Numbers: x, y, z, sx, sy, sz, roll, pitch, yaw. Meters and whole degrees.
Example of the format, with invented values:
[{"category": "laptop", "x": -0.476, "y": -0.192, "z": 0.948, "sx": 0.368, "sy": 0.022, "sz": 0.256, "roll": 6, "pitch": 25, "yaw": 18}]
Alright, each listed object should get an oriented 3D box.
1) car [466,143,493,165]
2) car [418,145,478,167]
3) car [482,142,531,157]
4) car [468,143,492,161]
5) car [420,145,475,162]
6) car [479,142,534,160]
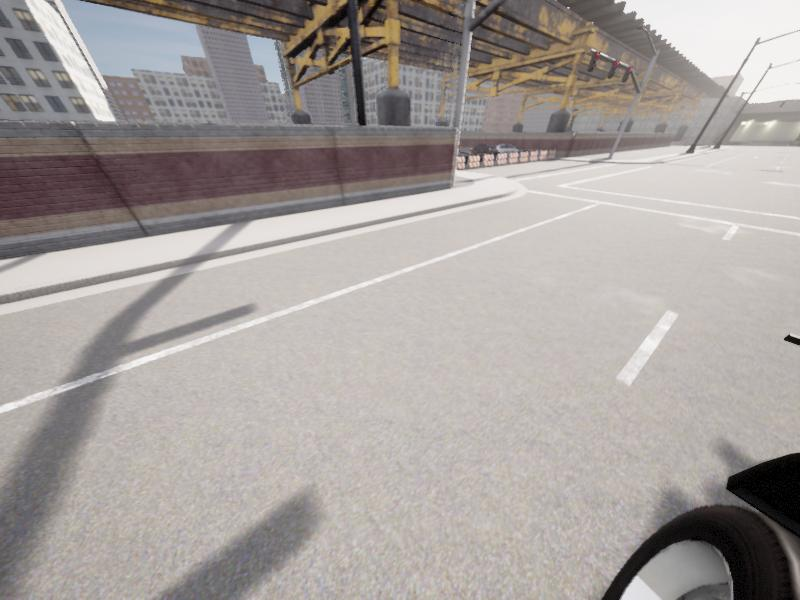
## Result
[{"category": "car", "x": 7.938, "y": -14.553, "z": 22.896, "sx": 2.038, "sy": 1.542, "sz": 4.974, "roll": 11, "pitch": 37, "yaw": 15}, {"category": "car", "x": 4.181, "y": -12.992, "z": 20.732, "sx": 4.974, "sy": 1.542, "sz": 2.038, "roll": 5, "pitch": 36, "yaw": 7}, {"category": "car", "x": 11.813, "y": -16.862, "z": 25.838, "sx": 4.536, "sy": 1.218, "sz": 1.853, "roll": -4, "pitch": 36, "yaw": -5}, {"category": "car", "x": 7.954, "y": -14.710, "z": 22.845, "sx": 1.853, "sy": 1.218, "sz": 4.536, "roll": 11, "pitch": 37, "yaw": 15}, {"category": "car", "x": 4.129, "y": -13.125, "z": 20.647, "sx": 4.536, "sy": 1.218, "sz": 1.853, "roll": 5, "pitch": 36, "yaw": 7}, {"category": "car", "x": 11.866, "y": -16.737, "z": 25.934, "sx": 4.974, "sy": 1.542, "sz": 2.038, "roll": -4, "pitch": 36, "yaw": -5}]
